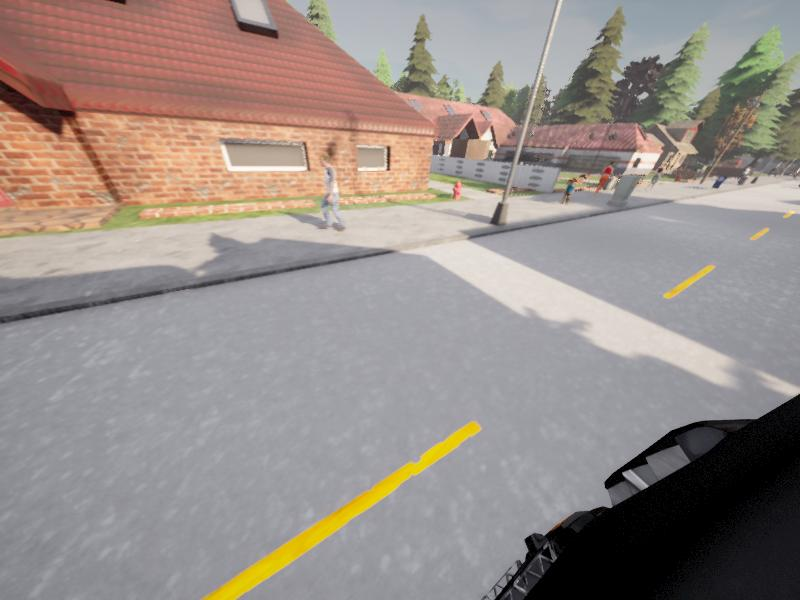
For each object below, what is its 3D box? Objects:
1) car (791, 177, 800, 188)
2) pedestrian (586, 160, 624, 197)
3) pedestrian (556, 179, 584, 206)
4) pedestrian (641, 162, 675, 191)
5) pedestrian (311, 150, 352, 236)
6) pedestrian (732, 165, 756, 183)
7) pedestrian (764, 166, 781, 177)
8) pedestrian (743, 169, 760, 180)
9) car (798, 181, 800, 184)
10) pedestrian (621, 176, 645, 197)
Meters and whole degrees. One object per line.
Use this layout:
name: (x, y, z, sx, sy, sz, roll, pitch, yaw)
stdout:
car: (48.330, -13.065, 25.600, 4.611, 1.667, 2.242, 9, 34, 9)
pedestrian: (12.040, -7.160, 13.615, 0.751, 1.860, 0.751, -17, 38, -26)
pedestrian: (7.925, -5.028, 10.803, 0.500, 1.100, 0.500, -17, 38, -27)
pedestrian: (19.108, -9.174, 17.158, 0.751, 1.860, 0.751, -15, 38, -25)
pedestrian: (-1.737, -2.711, 5.926, 0.751, 1.860, 0.751, -8, 35, -16)
pedestrian: (41.976, -15.416, 28.217, 0.751, 1.860, 0.751, 30, 42, 34)
pedestrian: (69.944, -24.168, 43.409, 0.751, 1.860, 0.751, -14, 38, -24)
pedestrian: (50.727, -18.061, 33.334, 0.751, 1.300, 0.751, -16, 38, -25)
car: (66.627, -19.441, 37.153, 3.806, 1.475, 1.970, -16, 38, -26)
pedestrian: (14.305, -6.966, 14.181, 0.500, 1.100, 0.500, -18, 39, -28)
